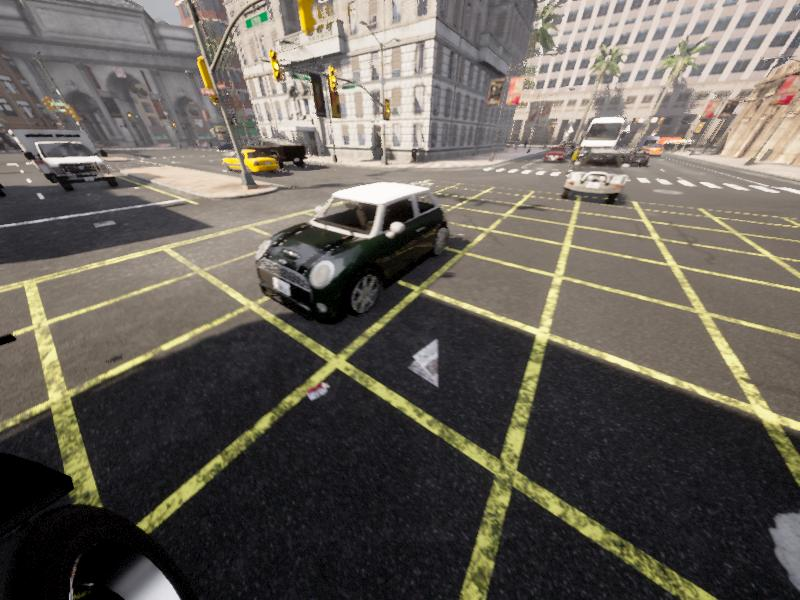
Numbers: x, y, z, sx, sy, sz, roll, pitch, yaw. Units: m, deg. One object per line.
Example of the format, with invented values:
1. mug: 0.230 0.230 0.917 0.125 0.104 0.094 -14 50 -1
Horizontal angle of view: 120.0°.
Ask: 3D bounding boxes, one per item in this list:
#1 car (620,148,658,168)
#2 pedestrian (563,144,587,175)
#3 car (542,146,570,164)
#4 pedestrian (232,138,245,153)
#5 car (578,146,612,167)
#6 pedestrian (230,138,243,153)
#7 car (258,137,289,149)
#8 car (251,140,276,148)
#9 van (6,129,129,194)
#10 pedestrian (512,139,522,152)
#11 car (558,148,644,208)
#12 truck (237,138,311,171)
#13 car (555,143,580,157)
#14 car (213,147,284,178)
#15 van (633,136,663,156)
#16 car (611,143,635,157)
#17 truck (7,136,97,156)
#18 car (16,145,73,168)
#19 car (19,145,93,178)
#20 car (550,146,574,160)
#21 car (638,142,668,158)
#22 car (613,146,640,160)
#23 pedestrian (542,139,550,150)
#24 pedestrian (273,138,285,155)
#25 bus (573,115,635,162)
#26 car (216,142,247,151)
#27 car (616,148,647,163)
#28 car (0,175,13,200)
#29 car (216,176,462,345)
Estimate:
1. car: 23.621 -14.240 23.034 1.816 1.474 4.193 22 41 28
2. pedestrian: 12.875 -10.322 17.006 0.751 1.860 0.751 22 41 28
3. car: 17.708 -16.401 26.073 1.812 1.442 4.674 22 41 28
4. pedestrian: -24.357 -23.337 34.874 0.751 1.860 0.751 15 38 20
5. car: 19.971 -14.772 23.708 2.038 1.542 4.974 22 41 27
6. pedestrian: -24.866 -23.531 35.145 0.751 1.860 0.751 0 35 -1
7. car: -29.101 -36.377 53.472 2.150 2.045 5.566 23 41 28
8. car: -32.364 -37.029 54.891 1.812 1.442 4.674 22 41 28
9. van: -17.834 -7.573 12.387 6.366 2.431 2.351 22 41 28
10. pedestrian: 20.820 -27.495 41.168 0.751 1.860 0.751 -24 42 -30
11. car: 8.886 -5.720 10.473 1.932 1.855 4.605 22 40 28
12. truck: -10.919 -12.711 20.020 6.274 2.098 2.390 22 41 28
13. car: 25.664 -23.014 35.326 2.242 1.667 4.611 23 41 28
14. car: -10.997 -10.068 16.721 5.366 1.575 1.801 22 41 28
15. van: 42.483 -26.560 39.750 1.988 2.561 5.915 22 41 28
16. car: 35.586 -24.092 36.984 2.152 1.651 5.027 23 41 28
17. truck: -46.607 -20.816 31.201 6.274 2.098 2.390 -8 36 -11
18. car: -31.728 -12.906 20.625 4.902 1.511 2.128 23 41 29
19. car: -24.120 -9.808 16.196 4.856 1.649 2.033 22 41 28
20. car: 21.606 -19.567 30.728 1.895 1.301 4.718 22 41 28
21. car: 38.363 -22.883 35.144 2.097 1.767 4.553 22 41 28
22. car: 31.459 -20.609 32.207 2.033 1.411 5.357 22 41 28
23. pedestrian: 32.182 -34.279 50.891 0.751 1.860 0.751 -26 43 -32
24. pedestrian: -16.427 -20.784 31.323 0.751 1.860 0.751 25 42 31
25. bus: 25.901 -20.650 29.736 3.944 4.253 10.273 22 41 28
26. car: -32.483 -29.684 44.532 1.994 1.385 4.181 23 41 28
27. car: 27.345 -17.224 27.454 1.895 1.301 4.718 22 41 28
28. car: -19.466 -5.354 10.122 5.357 1.411 2.033 22 41 28
29. car: -0.604 -1.235 4.374 1.970 1.475 3.806 22 40 28
